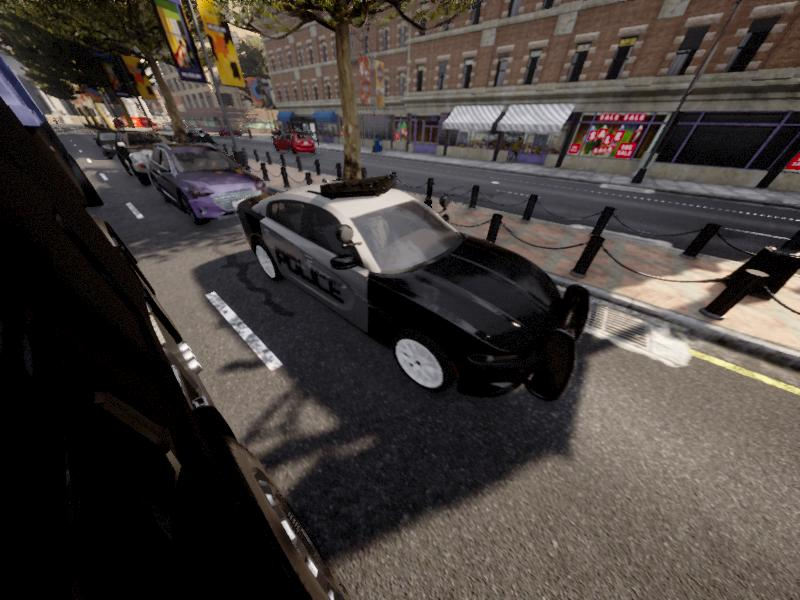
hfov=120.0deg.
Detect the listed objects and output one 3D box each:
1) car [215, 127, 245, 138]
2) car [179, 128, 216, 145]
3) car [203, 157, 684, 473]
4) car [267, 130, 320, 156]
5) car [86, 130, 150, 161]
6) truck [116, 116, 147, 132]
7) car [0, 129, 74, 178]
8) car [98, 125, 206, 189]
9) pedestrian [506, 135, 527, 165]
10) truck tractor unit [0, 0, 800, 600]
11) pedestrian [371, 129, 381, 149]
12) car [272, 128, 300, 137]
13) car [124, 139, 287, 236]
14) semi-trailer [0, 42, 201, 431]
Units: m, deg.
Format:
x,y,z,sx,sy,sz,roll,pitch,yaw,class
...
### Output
x,y,z,sx,sy,sz,roll,pitch,yaw,class
-30.906,-30.639,42.229,1.994,1.385,4.181,6,36,5,car
-23.679,-19.154,26.999,3.806,1.475,1.970,28,43,30,car
-0.368,-0.775,3.257,5.238,1.638,1.930,28,43,30,car
-9.997,-14.768,21.636,4.611,1.667,2.242,28,43,30,car
-18.827,-10.364,15.402,4.674,1.442,1.812,28,43,30,car
-54.523,-35.739,46.946,5.204,2.467,2.627,28,44,30,truck
-17.622,-7.053,10.945,4.892,1.490,1.837,28,44,30,car
-10.726,-6.309,9.987,4.605,1.855,1.932,28,43,30,car
8.990,-11.562,17.859,0.751,1.860,0.751,29,44,31,pedestrian
-2.645,-0.295,0.351,6.516,4.208,3.053,28,44,30,truck tractor unit
-2.836,-18.940,27.204,0.751,1.860,0.751,31,45,33,pedestrian
-24.732,-36.373,50.178,2.038,1.542,4.974,26,43,29,car
-5.764,-3.602,6.801,4.856,1.649,2.033,28,43,30,car
-8.706,-3.574,4.256,14.254,4.402,2.717,28,43,30,semi-trailer
